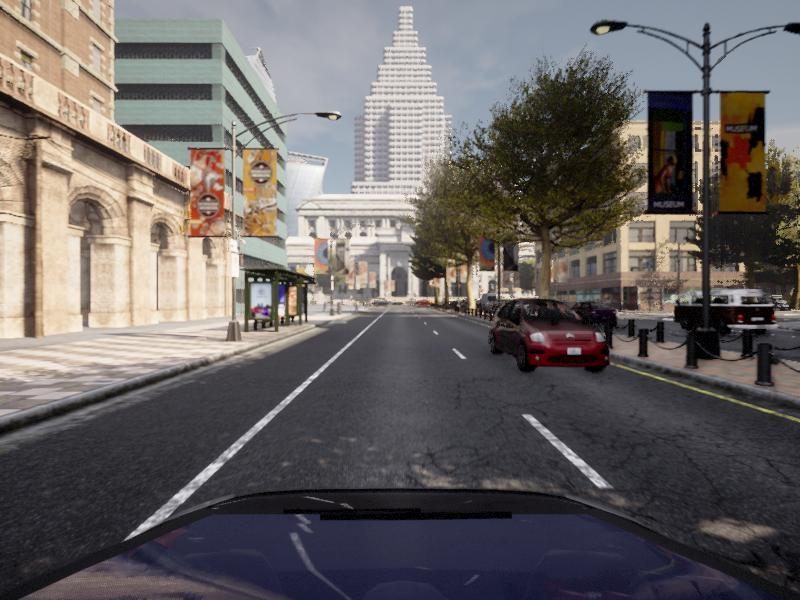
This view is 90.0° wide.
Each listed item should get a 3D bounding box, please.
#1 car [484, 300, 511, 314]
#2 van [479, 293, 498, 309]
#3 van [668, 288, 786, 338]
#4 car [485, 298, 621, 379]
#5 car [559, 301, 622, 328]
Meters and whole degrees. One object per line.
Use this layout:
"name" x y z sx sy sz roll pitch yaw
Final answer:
"car" 11.376 0.750 46.884 1.882 1.535 5.008 0 0 0
"van" 14.829 0.219 67.283 1.988 2.561 5.915 0 0 0
"van" 15.084 0.541 18.889 2.069 2.038 4.480 -1 0 3
"car" 3.471 0.771 9.962 1.851 1.617 3.988 0 0 0
"car" 11.434 0.816 24.390 1.816 1.474 4.193 0 0 0
